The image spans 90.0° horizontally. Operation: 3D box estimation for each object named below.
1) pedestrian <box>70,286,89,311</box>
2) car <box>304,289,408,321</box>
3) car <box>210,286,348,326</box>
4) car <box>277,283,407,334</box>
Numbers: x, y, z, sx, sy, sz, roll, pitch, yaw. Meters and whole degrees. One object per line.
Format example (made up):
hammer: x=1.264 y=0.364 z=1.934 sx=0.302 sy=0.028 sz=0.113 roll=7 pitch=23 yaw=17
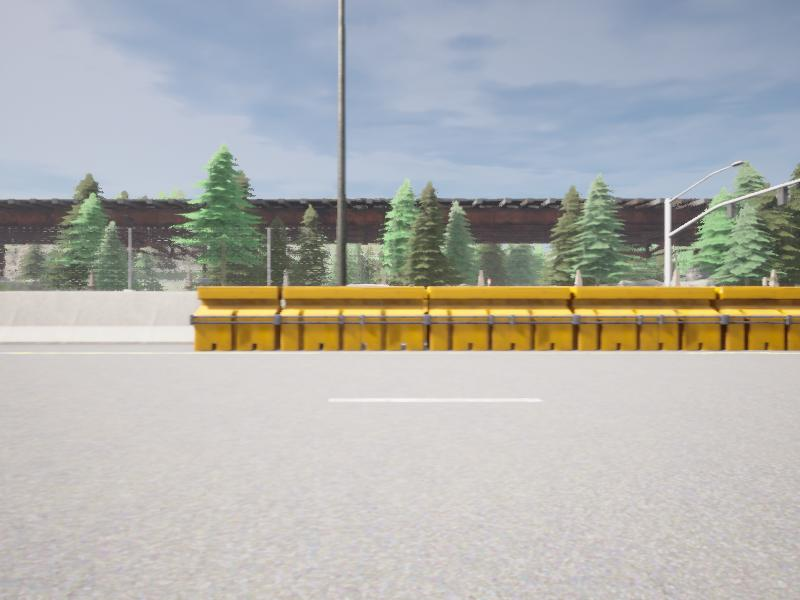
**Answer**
pedestrian: x=-23.438 y=-0.117 z=29.275 sx=0.751 sy=1.860 sz=0.751 roll=0 pitch=0 yaw=1
car: x=-2.080 y=0.243 z=19.703 sx=4.892 sy=1.490 sz=1.837 roll=0 pitch=0 yaw=0
car: x=-4.730 y=0.227 z=16.205 sx=4.974 sy=1.542 sz=2.038 roll=0 pitch=0 yaw=0
car: x=-1.684 y=0.253 z=12.699 sx=3.806 sy=1.475 sz=1.970 roll=0 pitch=0 yaw=0
